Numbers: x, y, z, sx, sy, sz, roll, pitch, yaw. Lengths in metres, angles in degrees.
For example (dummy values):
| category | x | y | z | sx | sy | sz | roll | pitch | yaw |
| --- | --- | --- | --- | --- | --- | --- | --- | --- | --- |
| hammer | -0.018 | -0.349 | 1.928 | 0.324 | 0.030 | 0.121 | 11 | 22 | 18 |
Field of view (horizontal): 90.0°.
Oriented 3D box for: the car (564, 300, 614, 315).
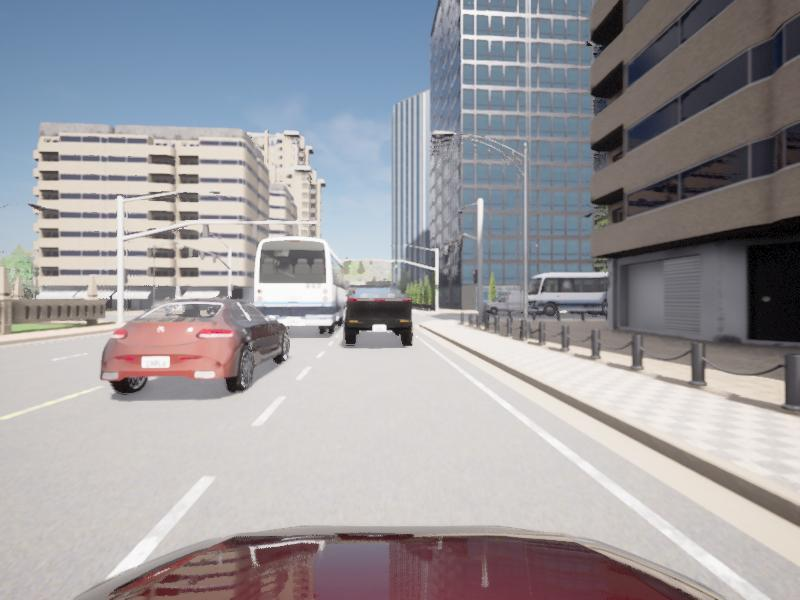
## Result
| category | x | y | z | sx | sy | sz | roll | pitch | yaw |
| --- | --- | --- | --- | --- | --- | --- | --- | --- | --- |
| car | 20.241 | 0.816 | 42.929 | 4.514 | 1.525 | 2.007 | 0 | 0 | -4 |

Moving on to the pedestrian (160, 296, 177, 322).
| category | x | y | z | sx | sy | sz | roll | pitch | yaw |
| --- | --- | --- | --- | --- | --- | --- | --- | --- | --- |
| pedestrian | -16.675 | 0.623 | 28.832 | 0.751 | 1.860 | 0.751 | 0 | 0 | -2 |

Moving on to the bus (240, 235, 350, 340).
| category | x | y | z | sx | sy | sz | roll | pitch | yaw |
| --- | --- | --- | --- | --- | --- | --- | --- | --- | --- |
| bus | -4.925 | -0.514 | 21.502 | 3.944 | 4.253 | 10.273 | 0 | 0 | -4 |

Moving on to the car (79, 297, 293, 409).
| category | x | y | z | sx | sy | sz | roll | pitch | yaw |
| --- | --- | --- | --- | --- | --- | --- | --- | --- | --- |
| car | -3.834 | 0.790 | 8.468 | 2.152 | 1.651 | 5.027 | 0 | 0 | -4 |

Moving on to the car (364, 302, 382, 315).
| category | x | y | z | sx | sy | sz | roll | pitch | yaw |
| --- | --- | --- | --- | --- | --- | --- | --- | --- | --- |
| car | -3.086 | 0.908 | 45.520 | 1.994 | 1.385 | 4.181 | 0 | 0 | -4 |

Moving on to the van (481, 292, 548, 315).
| category | x | y | z | sx | sy | sz | roll | pitch | yaw |
| --- | --- | --- | --- | --- | --- | --- | --- | --- | --- |
| van | 12.058 | 0.366 | 42.367 | 6.366 | 2.431 | 2.351 | 0 | 0 | -4 |

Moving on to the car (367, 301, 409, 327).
| category | x | y | z | sx | sy | sz | roll | pitch | yaw |
| --- | --- | --- | --- | --- | --- | --- | --- | --- | --- |
| car | -0.668 | 0.858 | 26.165 | 1.816 | 1.474 | 4.193 | 0 | 1 | 12 |

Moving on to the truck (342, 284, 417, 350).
| category | x | y | z | sx | sy | sz | roll | pitch | yaw |
| --- | --- | --- | --- | --- | --- | --- | --- | --- | --- |
| truck | -0.882 | 0.558 | 15.909 | 2.390 | 2.098 | 6.274 | 0 | 0 | -4 |

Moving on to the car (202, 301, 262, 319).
| category | x | y | z | sx | sy | sz | roll | pitch | yaw |
| --- | --- | --- | --- | --- | --- | --- | --- | --- | --- |
| car | -15.054 | 0.848 | 35.892 | 4.902 | 1.511 | 2.128 | 0 | 0 | 21 |

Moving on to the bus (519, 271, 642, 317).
| category | x | y | z | sx | sy | sz | roll | pitch | yaw |
| --- | --- | --- | --- | --- | --- | --- | --- | --- | --- |
| bus | 17.426 | -0.549 | 39.107 | 10.273 | 4.253 | 3.944 | 0 | 0 | -4 |
